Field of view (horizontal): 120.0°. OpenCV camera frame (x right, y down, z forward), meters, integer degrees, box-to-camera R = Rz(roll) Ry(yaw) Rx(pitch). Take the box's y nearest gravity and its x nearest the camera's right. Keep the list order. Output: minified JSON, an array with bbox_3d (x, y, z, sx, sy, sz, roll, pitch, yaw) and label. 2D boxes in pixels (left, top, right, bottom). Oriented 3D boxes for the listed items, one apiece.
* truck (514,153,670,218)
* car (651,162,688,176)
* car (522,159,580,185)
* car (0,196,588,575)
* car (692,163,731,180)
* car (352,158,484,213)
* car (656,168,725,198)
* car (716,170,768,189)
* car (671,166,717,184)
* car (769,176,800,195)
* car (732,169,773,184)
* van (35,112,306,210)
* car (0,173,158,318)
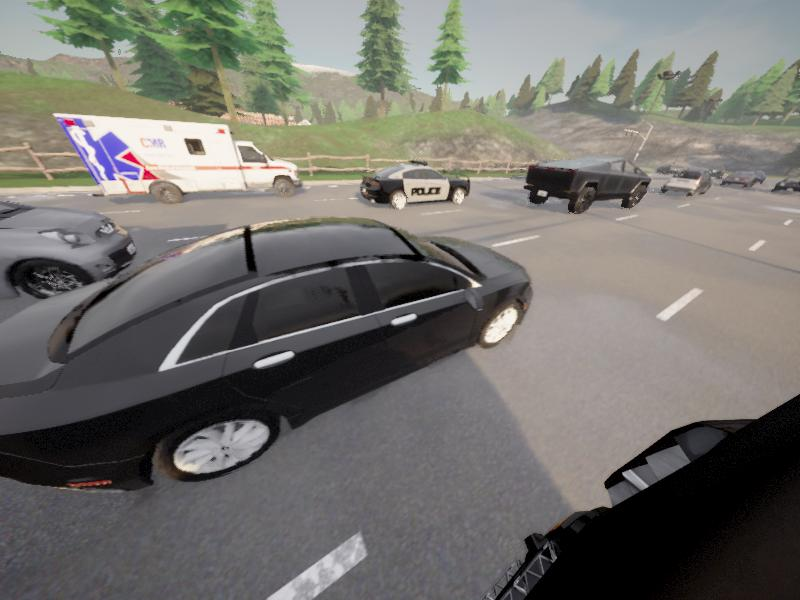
[{"bbox_3d":[8.823,-5.422,10.729,6.274,2.098,2.390,-13,37,-22],"label":"truck"},{"bbox_3d":[42.712,-20.854,36.783,2.007,1.525,4.514,15,36,17],"label":"car"},{"bbox_3d":[12.502,-10.630,19.166,3.988,1.617,1.851,-16,38,-26],"label":"car"},{"bbox_3d":[-0.458,-0.089,2.637,4.892,1.490,1.837,-16,38,-26],"label":"car"},{"bbox_3d":[45.179,-18.748,33.626,2.097,1.767,4.553,26,40,30],"label":"car"},{"bbox_3d":[0.849,-5.048,9.945,5.238,1.638,1.930,-16,38,-26],"label":"car"},{"bbox_3d":[21.116,-8.569,16.808,3.988,1.617,1.851,-16,38,-26],"label":"car"},{"bbox_3d":[36.286,-12.823,24.508,5.357,1.411,2.033,-16,38,-26],"label":"car"},{"bbox_3d":[33.895,-14.461,26.610,5.008,1.535,1.882,-16,38,-26],"label":"car"},{"bbox_3d":[36.802,-10.668,21.450,4.718,1.301,1.895,-16,38,-26],"label":"car"},{"bbox_3d":[47.839,-16.912,31.507,1.994,1.385,4.181,29,42,32],"label":"car"},{"bbox_3d":[-7.399,-5.270,8.909,6.366,2.431,2.351,-16,38,-26],"label":"van"},{"bbox_3d":[-6.243,-0.709,3.060,3.633,1.501,1.845,-16,38,-26],"label":"car"}]
